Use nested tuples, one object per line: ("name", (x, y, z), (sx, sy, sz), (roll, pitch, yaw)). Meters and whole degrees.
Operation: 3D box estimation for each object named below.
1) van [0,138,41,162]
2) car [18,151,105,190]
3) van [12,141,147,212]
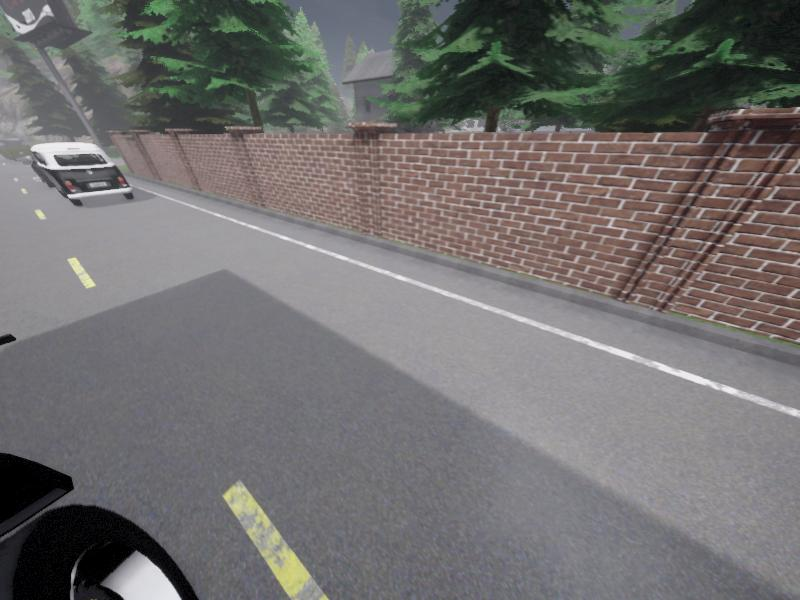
("van", (-42.073, -16.401, 25.169), (4.442, 1.987, 1.775), (17, 39, 23))
("car", (-18.915, -7.343, 12.905), (4.892, 1.490, 1.837), (22, 40, 27))
("van", (-13.141, -5.272, 9.533), (4.480, 2.038, 2.069), (22, 40, 27))
